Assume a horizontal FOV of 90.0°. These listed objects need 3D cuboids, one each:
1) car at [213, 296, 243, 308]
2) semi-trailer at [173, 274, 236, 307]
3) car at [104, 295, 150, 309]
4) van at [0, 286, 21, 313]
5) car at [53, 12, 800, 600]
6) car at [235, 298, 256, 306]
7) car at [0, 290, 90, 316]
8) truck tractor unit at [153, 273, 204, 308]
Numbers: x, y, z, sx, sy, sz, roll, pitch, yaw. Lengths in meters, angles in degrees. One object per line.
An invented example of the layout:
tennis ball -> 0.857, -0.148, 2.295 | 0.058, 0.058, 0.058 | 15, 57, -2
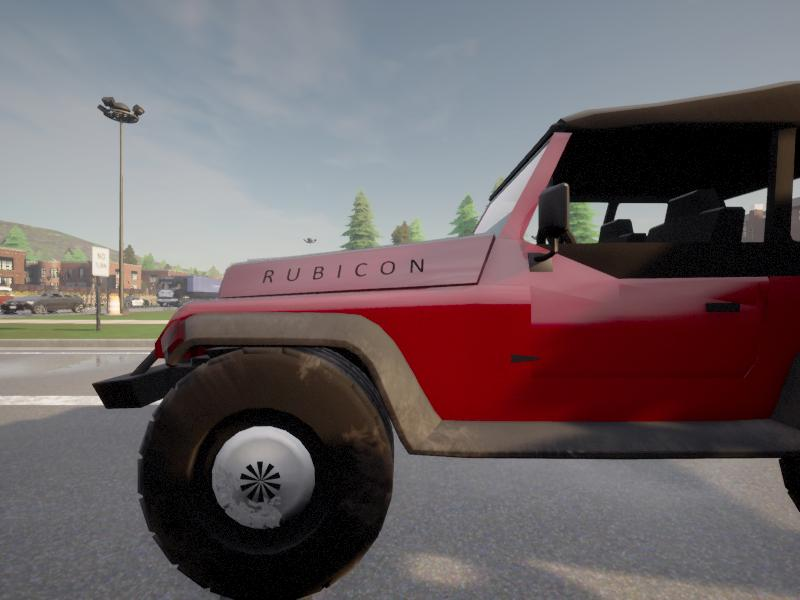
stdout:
car -> -21.524, 0.269, 50.265 | 1.812, 1.442, 4.674 | 0, 0, -1
semi-trailer -> -28.639, -1.219, 59.812 | 2.717, 4.402, 14.254 | 0, 0, -1
car -> -31.989, 0.229, 47.117 | 2.038, 1.542, 4.974 | 0, 0, -1
van -> -31.780, -0.031, 30.193 | 2.069, 2.038, 4.480 | 0, 0, -1
car -> 0.853, 0.046, 2.203 | 3.866, 1.878, 1.905 | 0, 0, 0
car -> -25.326, 0.307, 65.587 | 1.994, 1.385, 4.181 | 0, 0, -2
car -> -24.752, 0.181, 28.062 | 2.152, 1.651, 5.027 | 0, 0, -1
truck tractor unit -> -28.528, -1.126, 51.896 | 3.053, 4.208, 6.516 | 0, 0, -1
